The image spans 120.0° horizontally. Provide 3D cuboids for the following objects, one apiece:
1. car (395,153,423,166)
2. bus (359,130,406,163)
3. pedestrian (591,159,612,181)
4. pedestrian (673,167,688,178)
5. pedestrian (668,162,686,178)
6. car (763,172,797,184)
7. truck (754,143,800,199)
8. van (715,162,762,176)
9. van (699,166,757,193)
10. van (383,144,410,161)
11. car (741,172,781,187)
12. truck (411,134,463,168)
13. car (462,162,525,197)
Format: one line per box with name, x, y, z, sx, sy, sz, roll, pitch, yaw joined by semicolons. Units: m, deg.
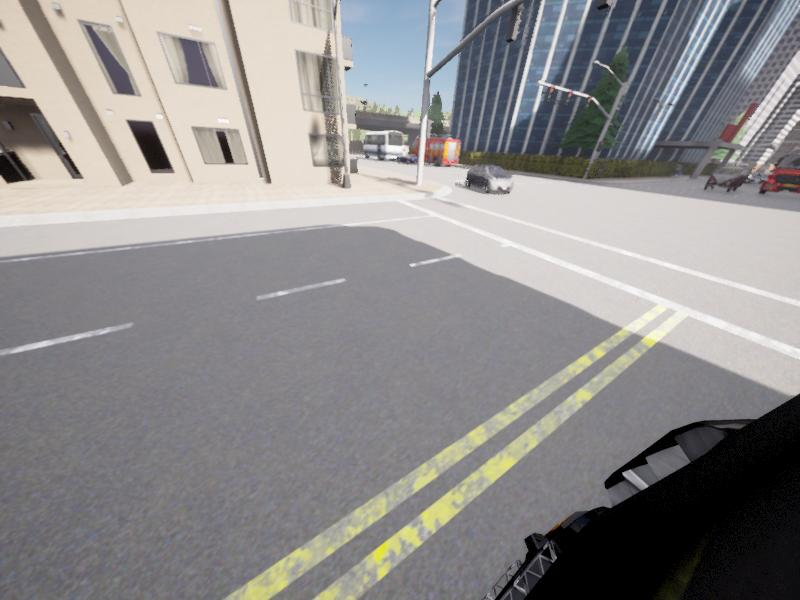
car;1.277;-21.404;35.152;1.895;1.301;4.718;-15;38;-25
bus;-3.326;-27.244;40.920;3.944;4.253;10.273;-15;38;-25
pedestrian;20.565;-13.268;23.562;0.751;1.860;0.751;12;35;13
pedestrian;40.238;-18.286;33.167;0.751;1.300;0.751;-19;39;-29
pedestrian;39.501;-18.502;32.927;0.751;1.860;0.751;-16;38;-26
car;61.182;-19.738;37.210;5.357;1.411;2.033;-16;38;-26
truck;36.368;-11.462;20.613;8.468;3.827;2.891;-16;38;-26
van;84.532;-32.957;57.894;1.988;2.561;5.915;-16;38;-26
van;30.620;-11.307;21.597;4.442;1.987;1.775;-16;38;-26
van;-0.846;-27.999;43.903;2.351;2.431;6.366;-15;38;-25
car;46.454;-15.588;29.745;3.806;1.475;1.970;-16;38;-26
truck;5.171;-22.496;34.812;2.891;3.827;8.468;-15;38;-25
car;5.680;-7.679;14.598;1.845;1.501;3.633;-4;34;-12
